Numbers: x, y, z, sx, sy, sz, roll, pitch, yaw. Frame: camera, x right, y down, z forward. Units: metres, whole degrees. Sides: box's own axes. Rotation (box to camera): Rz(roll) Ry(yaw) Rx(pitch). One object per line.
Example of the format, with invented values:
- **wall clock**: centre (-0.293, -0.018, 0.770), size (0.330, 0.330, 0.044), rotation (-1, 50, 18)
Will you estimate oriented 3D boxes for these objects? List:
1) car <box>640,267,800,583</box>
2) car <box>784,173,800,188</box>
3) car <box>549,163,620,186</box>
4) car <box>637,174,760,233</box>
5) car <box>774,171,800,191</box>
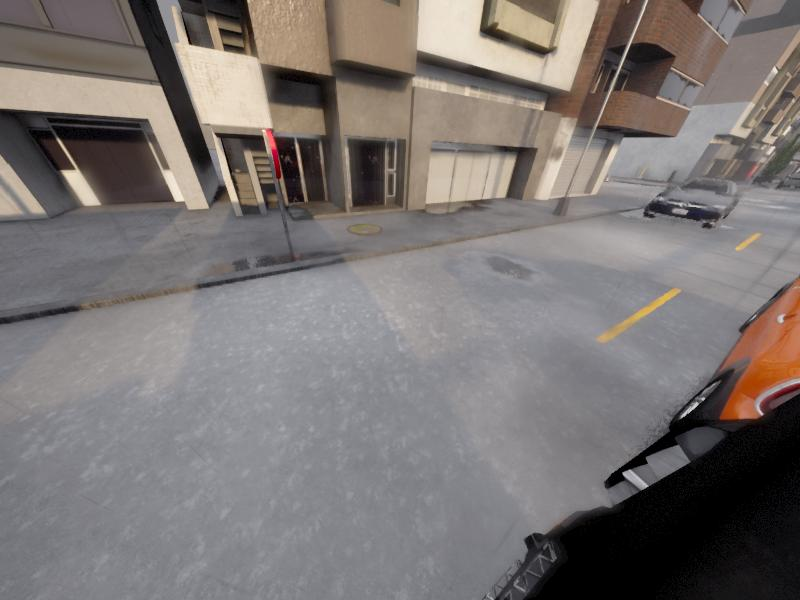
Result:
- **car**: centre (4.629, 0.595, 1.780), size (4.553, 1.767, 2.097), rotation (-16, 38, -26)
- **car**: centre (51.693, -15.273, 29.473), size (5.366, 1.575, 1.801), rotation (-16, 38, -26)
- **car**: centre (17.466, -12.149, 22.221), size (1.837, 1.490, 4.892), rotation (-14, 37, -23)
- **car**: centre (13.080, -4.411, 10.119), size (5.027, 1.651, 2.152), rotation (-19, 39, -29)
- **car**: centre (45.543, -13.608, 26.302), size (4.553, 1.767, 2.097), rotation (-16, 38, -26)
